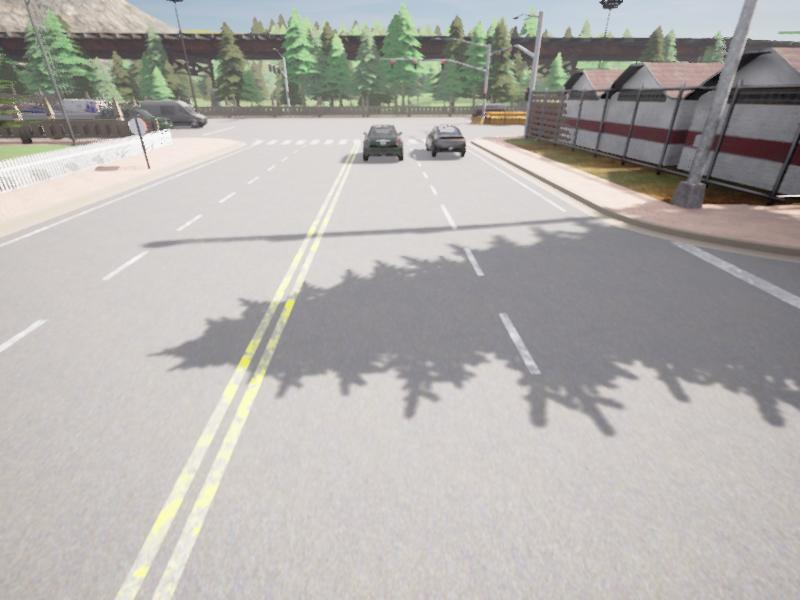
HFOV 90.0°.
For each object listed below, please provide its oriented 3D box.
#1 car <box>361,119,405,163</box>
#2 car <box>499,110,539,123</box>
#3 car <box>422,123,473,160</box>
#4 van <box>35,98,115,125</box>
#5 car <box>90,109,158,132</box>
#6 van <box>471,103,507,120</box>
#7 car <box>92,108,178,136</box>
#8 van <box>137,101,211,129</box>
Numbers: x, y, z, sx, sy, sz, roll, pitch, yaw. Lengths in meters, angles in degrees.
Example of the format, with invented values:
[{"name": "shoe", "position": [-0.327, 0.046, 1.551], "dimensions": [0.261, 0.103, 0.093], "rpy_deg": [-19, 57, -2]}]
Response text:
[{"name": "car", "position": [-0.915, -8.650, 21.575], "dimensions": [2.097, 1.767, 4.553], "rpy_deg": [-1, 27, -2]}, {"name": "car", "position": [14.774, -22.845, 49.719], "dimensions": [4.181, 1.385, 1.994], "rpy_deg": [-2, 27, -4]}, {"name": "car", "position": [2.539, -9.093, 22.743], "dimensions": [2.128, 1.511, 4.902], "rpy_deg": [-1, 27, -2]}, {"name": "van", "position": [-37.197, -21.681, 46.005], "dimensions": [6.366, 2.431, 2.351], "rpy_deg": [0, 27, -5]}, {"name": "car", "position": [-25.790, -16.877, 37.577], "dimensions": [4.605, 1.855, 1.932], "rpy_deg": [-2, 27, -4]}, {"name": "van", "position": [12.291, -26.234, 55.663], "dimensions": [4.442, 1.987, 1.775], "rpy_deg": [-2, 27, -4]}, {"name": "car", "position": [-22.753, -15.450, 34.613], "dimensions": [5.566, 2.045, 2.150], "rpy_deg": [-2, 27, -4]}, {"name": "van", "position": [-22.860, -18.867, 40.738], "dimensions": [5.915, 2.561, 1.988], "rpy_deg": [-2, 27, -4]}]
